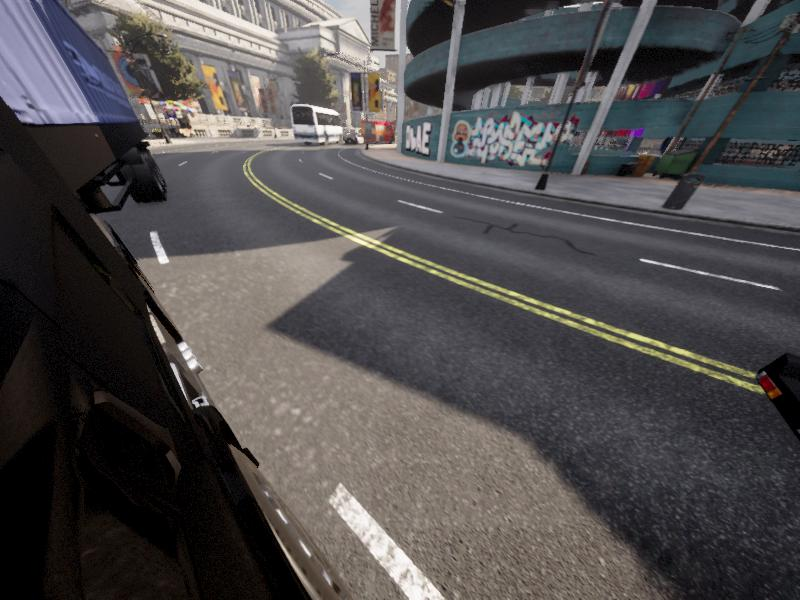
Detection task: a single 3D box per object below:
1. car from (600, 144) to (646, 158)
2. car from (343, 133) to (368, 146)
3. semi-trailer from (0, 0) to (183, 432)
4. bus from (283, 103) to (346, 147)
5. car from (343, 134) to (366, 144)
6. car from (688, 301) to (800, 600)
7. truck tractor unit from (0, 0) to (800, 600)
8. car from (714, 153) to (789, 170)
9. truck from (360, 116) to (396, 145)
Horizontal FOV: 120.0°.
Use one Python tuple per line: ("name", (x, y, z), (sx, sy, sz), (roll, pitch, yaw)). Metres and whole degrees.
("car", (35.888, -24.157, 37.419), (4.902, 1.511, 2.128), (17, 39, 18))
("car", (-6.916, -25.517, 36.671), (2.038, 1.542, 4.974), (11, 37, 11))
("semi-trailer", (-7.869, -4.040, 4.932), (2.717, 4.402, 14.254), (-24, 44, -31))
("bus", (-11.480, -24.739, 33.017), (3.944, 4.253, 10.273), (6, 36, 5))
("car", (-8.161, -29.450, 42.140), (1.895, 1.301, 4.718), (15, 38, 16))
("car", (4.762, 1.435, 0.466), (4.605, 1.855, 1.932), (21, 40, 23))
("truck tractor unit", (-2.645, -0.295, 0.351), (6.516, 4.208, 3.053), (28, 44, 30))
("car", (42.969, -17.097, 28.425), (4.718, 1.301, 1.895), (17, 39, 18))
("truck", (-3.779, -31.133, 42.578), (2.891, 3.827, 8.468), (16, 38, 17))
